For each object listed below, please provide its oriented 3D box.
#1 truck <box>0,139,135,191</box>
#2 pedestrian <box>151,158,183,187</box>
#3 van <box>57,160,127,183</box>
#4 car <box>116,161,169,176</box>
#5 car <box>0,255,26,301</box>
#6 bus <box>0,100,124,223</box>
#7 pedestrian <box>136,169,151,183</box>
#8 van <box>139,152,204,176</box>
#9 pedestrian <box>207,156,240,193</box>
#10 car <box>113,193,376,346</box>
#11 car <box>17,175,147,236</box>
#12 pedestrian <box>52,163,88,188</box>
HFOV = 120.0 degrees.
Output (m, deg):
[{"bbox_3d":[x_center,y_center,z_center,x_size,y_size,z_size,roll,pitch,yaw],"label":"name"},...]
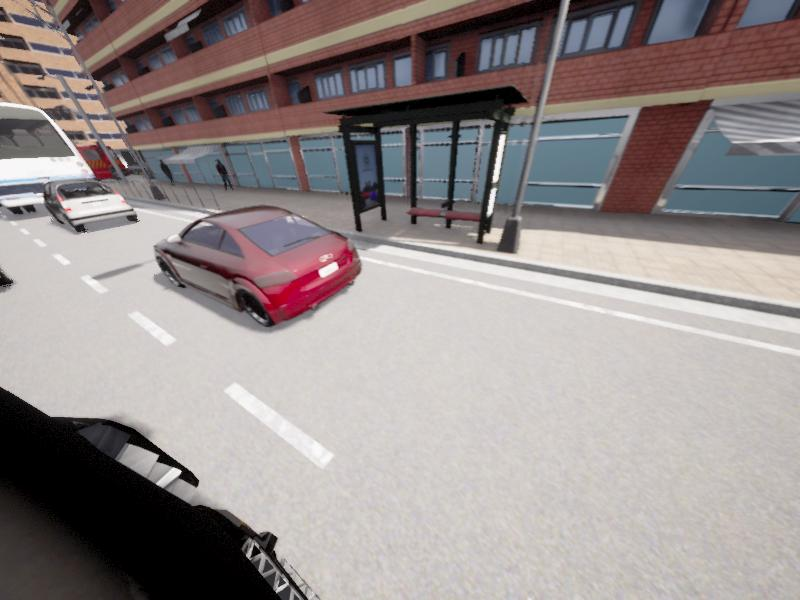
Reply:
[{"bbox_3d":[-33.860,-14.150,23.951,2.891,3.827,8.468,-6,34,-5],"label":"truck"},{"bbox_3d":[-17.800,-9.709,17.670,0.751,1.860,0.751,7,35,13],"label":"pedestrian"},{"bbox_3d":[-36.807,-15.485,27.811,1.775,1.987,4.442,16,38,26],"label":"van"},{"bbox_3d":[-39.457,-20.329,35.589,2.033,1.649,4.856,16,38,26],"label":"car"},{"bbox_3d":[-10.215,-0.990,4.588,5.238,1.638,1.930,16,38,26],"label":"car"},{"bbox_3d":[-20.673,-7.261,12.337,10.273,4.253,3.944,16,38,26],"label":"bus"},{"bbox_3d":[-23.762,-11.472,21.400,0.500,1.100,0.500,-28,41,-33],"label":"pedestrian"},{"bbox_3d":[-32.650,-19.701,33.367,1.988,2.561,5.915,16,38,26],"label":"van"},{"bbox_3d":[-10.801,-7.689,14.171,0.751,1.860,0.751,16,38,26],"label":"pedestrian"},{"bbox_3d":[-2.804,-0.976,4.318,4.181,1.385,1.994,16,38,26],"label":"car"},{"bbox_3d":[-12.441,-3.865,9.084,3.988,1.617,1.851,16,38,26],"label":"car"},{"bbox_3d":[-28.123,-10.601,19.695,0.751,1.860,0.751,7,35,14],"label":"pedestrian"}]
